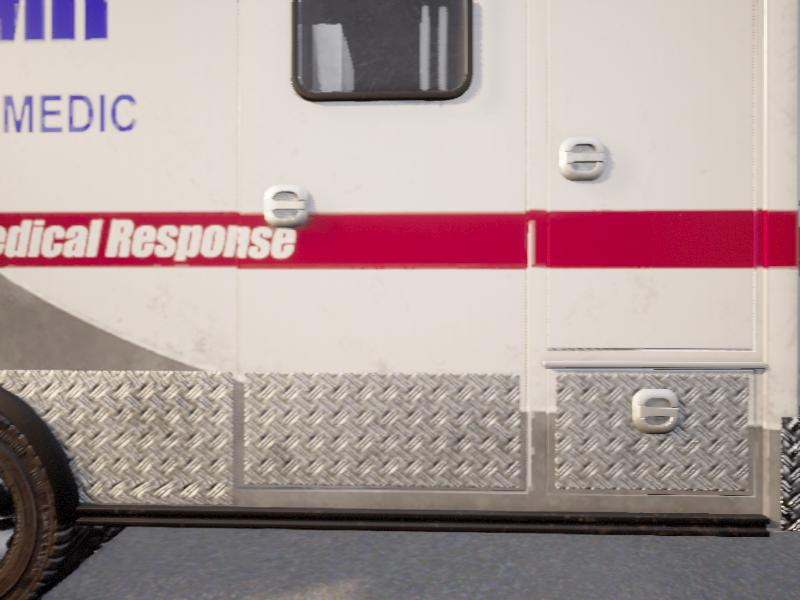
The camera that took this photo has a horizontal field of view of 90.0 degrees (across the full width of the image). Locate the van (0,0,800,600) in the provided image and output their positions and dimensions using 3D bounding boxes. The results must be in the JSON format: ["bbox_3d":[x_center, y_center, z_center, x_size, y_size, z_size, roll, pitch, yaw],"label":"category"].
[{"bbox_3d":[0.068,-0.216,2.188,6.366,2.431,2.351,0,0,1],"label":"van"}]

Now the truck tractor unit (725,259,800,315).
[{"bbox_3d":[30.505,-0.984,33.330,3.053,4.208,6.516,0,0,17],"label":"truck tractor unit"}]

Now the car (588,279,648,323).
[{"bbox_3d":[12.019,0.044,21.805,2.150,2.045,5.566,0,0,36],"label":"car"}]

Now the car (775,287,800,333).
[{"bbox_3d":[14.587,0.316,14.063,1.816,1.474,4.193,0,0,40],"label":"car"}]

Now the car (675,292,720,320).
[{"bbox_3d":[17.311,0.341,23.395,1.970,1.475,3.806,0,0,35],"label":"car"}]

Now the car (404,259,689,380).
[{"bbox_3d":[1.969,0.246,6.078,3.633,1.501,1.845,0,0,-6],"label":"car"}]

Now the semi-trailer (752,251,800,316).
[{"bbox_3d":[27.936,-1.105,25.846,2.717,4.402,14.254,0,0,20],"label":"semi-trailer"}]
